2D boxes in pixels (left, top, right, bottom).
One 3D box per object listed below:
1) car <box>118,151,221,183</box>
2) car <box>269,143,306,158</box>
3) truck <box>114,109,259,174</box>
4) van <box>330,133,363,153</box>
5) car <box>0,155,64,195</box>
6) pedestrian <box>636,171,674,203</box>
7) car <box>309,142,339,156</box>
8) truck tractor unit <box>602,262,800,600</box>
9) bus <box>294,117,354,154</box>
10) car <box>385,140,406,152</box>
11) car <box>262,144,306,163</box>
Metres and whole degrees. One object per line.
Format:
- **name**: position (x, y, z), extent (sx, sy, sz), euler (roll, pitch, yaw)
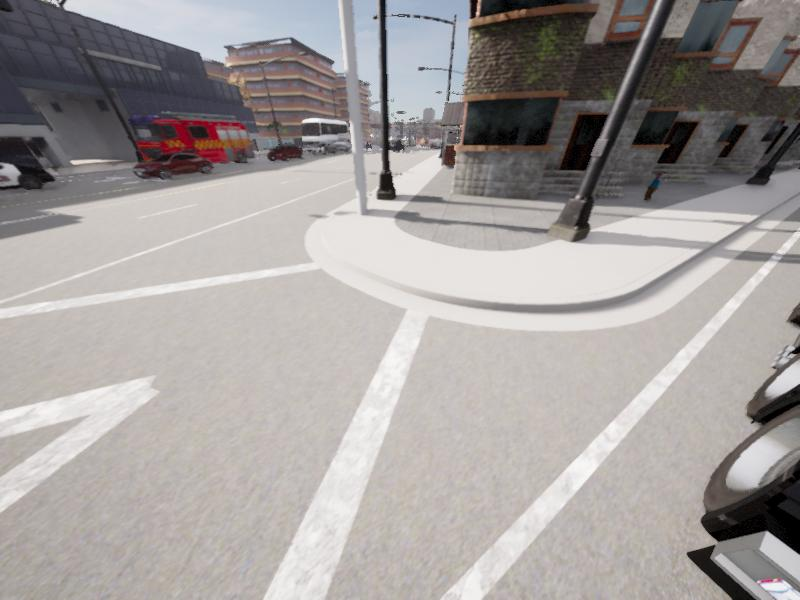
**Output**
- **car**: position (-15.368, -9.259, 15.856), extent (1.812, 1.442, 4.674), euler (9, 36, 12)
- **car**: position (-14.368, -19.337, 29.802), extent (1.994, 1.385, 4.181), euler (9, 37, 12)
- **truck**: position (-17.356, -13.808, 20.156), extent (2.891, 3.827, 8.468), euler (9, 37, 12)
- **van**: position (-8.296, -25.060, 36.872), extent (2.351, 2.431, 6.366), euler (9, 36, 12)
- **car**: position (-20.644, -5.763, 10.886), extent (2.038, 1.542, 4.974), euler (9, 36, 13)
- **pedestrian**: position (10.652, -4.736, 9.670), extent (0.500, 1.100, 0.500), euler (-15, 37, -20)
- **car**: position (-10.220, -20.520, 31.314), extent (1.970, 1.475, 3.806), euler (9, 37, 13)
- **truck tractor unit**: position (5.110, -0.299, 0.793), extent (6.516, 4.208, 3.053), euler (-18, 39, -24)
- **bus**: position (-11.554, -26.317, 37.080), extent (3.944, 4.253, 10.273), euler (9, 36, 12)
- **car**: position (-0.642, -25.609, 38.315), extent (2.242, 1.667, 4.611), euler (9, 36, 12)
- **car**: position (-12.360, -15.839, 24.902), extent (1.816, 1.474, 4.193), euler (9, 37, 12)
